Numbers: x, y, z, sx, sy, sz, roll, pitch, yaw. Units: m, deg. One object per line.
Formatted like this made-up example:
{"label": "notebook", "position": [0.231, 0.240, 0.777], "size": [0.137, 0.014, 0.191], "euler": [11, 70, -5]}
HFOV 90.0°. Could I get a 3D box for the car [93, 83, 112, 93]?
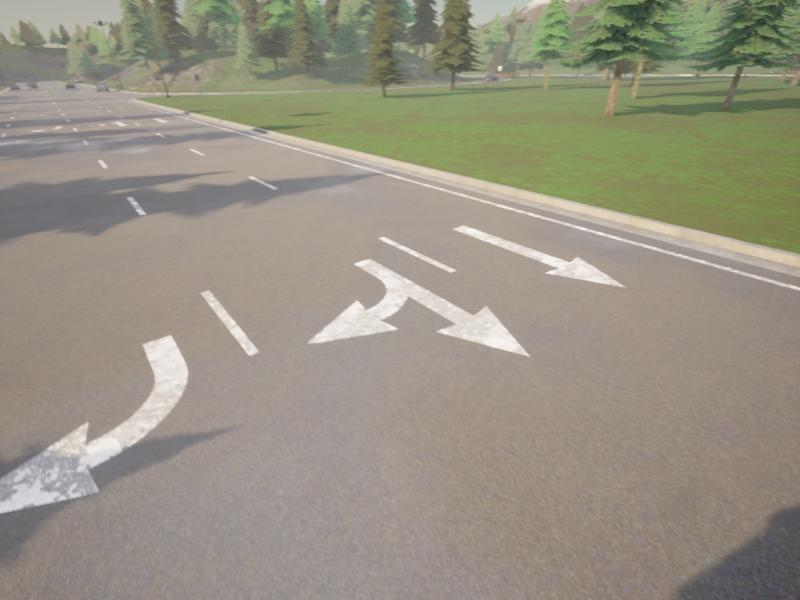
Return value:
{"label": "car", "position": [-57.379, -40.912, 77.092], "size": [2.128, 1.511, 4.902], "euler": [-23, 37, -32]}
